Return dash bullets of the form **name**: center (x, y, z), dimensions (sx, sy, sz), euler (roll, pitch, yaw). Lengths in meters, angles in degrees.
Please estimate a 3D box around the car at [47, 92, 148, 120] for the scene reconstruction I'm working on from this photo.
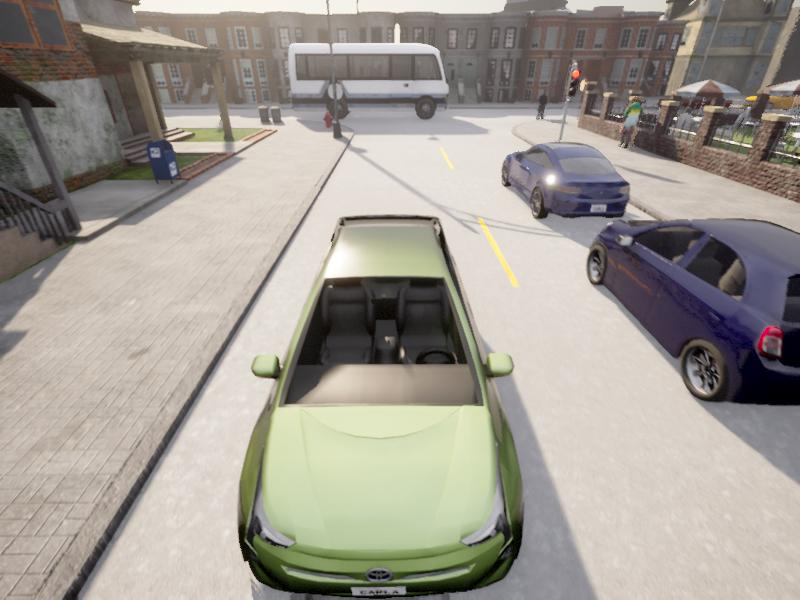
- **car**: center (-19.998, -12.936, 26.634), dimensions (4.892, 1.490, 1.837), euler (0, 30, 0)

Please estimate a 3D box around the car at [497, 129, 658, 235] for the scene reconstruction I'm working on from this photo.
- **car**: center (3.947, -3.160, 9.972), dimensions (1.812, 1.442, 4.674), euler (-1, 30, -1)

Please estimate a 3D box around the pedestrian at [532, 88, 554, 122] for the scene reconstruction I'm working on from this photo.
- **pedestrian**: center (8.780, -12.004, 24.628), dimensions (0.751, 1.860, 0.751), euler (0, 30, 0)

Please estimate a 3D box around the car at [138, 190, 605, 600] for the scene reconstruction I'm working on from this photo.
- **car**: center (-0.139, 0.256, 4.052), dimensions (2.007, 1.525, 4.514), euler (0, 30, 0)

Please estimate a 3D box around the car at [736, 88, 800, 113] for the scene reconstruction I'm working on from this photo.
- **car**: center (29.085, -15.176, 30.415), dimensions (5.008, 1.535, 1.882), euler (0, 30, 0)

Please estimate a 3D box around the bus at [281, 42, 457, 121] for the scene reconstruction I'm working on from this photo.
- **bus**: center (-1.828, -14.259, 26.165), dimensions (10.273, 4.253, 3.944), euler (0, 30, 0)

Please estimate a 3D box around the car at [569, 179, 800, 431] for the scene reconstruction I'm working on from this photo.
- **car**: center (3.877, -0.315, 5.024), dimensions (1.845, 1.501, 3.633), euler (0, 30, -1)

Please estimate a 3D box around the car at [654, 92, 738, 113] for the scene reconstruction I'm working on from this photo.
- **car**: center (22.375, -15.031, 30.407), dimensions (4.718, 1.301, 1.895), euler (0, 30, 0)

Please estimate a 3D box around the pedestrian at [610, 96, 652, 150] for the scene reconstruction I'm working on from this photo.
- **pedestrian**: center (9.139, -7.035, 15.911), dimensions (0.751, 1.860, 0.751), euler (1, 30, 1)
